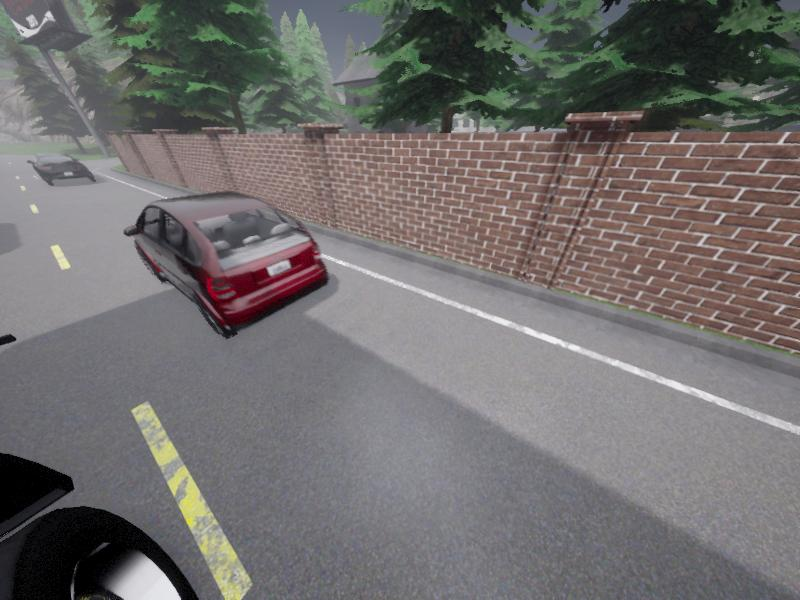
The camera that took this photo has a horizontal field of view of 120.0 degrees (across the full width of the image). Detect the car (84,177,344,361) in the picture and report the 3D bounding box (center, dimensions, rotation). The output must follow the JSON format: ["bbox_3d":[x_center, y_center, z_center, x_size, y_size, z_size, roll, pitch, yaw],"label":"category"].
[{"bbox_3d":[-3.006,-0.925,3.860,3.705,1.549,1.789,22,41,28],"label":"car"}]

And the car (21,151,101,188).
[{"bbox_3d":[-19.773,-7.701,13.448,4.674,1.442,1.812,22,41,28],"label":"car"}]
